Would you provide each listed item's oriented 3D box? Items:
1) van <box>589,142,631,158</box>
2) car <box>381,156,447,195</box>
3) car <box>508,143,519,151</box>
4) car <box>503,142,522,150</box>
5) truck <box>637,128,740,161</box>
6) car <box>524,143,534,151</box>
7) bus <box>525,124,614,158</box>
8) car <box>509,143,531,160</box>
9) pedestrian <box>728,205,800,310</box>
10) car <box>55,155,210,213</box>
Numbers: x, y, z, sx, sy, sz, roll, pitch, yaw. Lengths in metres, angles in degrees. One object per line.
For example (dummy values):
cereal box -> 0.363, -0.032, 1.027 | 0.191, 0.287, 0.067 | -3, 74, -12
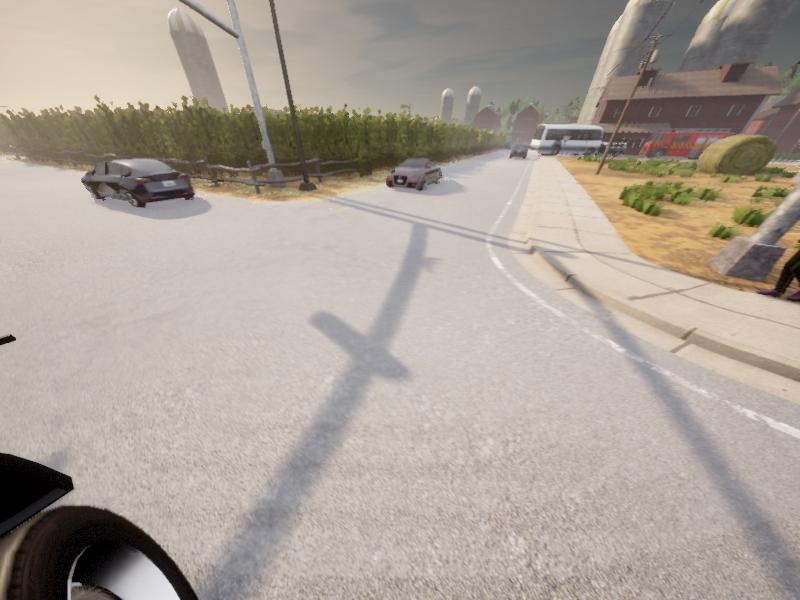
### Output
van -> 34.753, -24.985, 38.393 | 4.480, 2.038, 2.069 | 16, 38, 21
car -> 0.922, -7.091, 12.873 | 1.994, 1.385, 4.181 | 17, 38, 21
car -> 29.209, -39.449, 59.391 | 2.038, 1.542, 4.974 | 16, 38, 20
car -> 31.455, -43.337, 64.889 | 2.033, 1.649, 4.856 | -7, 36, -11
truck -> 42.648, -23.471, 34.835 | 8.468, 3.827, 2.891 | 16, 38, 20
car -> 33.285, -39.617, 59.740 | 1.837, 1.490, 4.892 | 14, 37, 18
bus -> 26.942, -25.742, 37.403 | 10.273, 4.253, 3.944 | -1, 36, -2
car -> 17.144, -21.233, 32.970 | 2.097, 1.767, 4.553 | 16, 38, 21
pedestrian -> 6.118, -0.817, 3.235 | 0.751, 1.860, 0.751 | 15, 38, 20
car -> -10.683, -4.845, 9.352 | 4.792, 1.488, 2.163 | 15, 37, 19
